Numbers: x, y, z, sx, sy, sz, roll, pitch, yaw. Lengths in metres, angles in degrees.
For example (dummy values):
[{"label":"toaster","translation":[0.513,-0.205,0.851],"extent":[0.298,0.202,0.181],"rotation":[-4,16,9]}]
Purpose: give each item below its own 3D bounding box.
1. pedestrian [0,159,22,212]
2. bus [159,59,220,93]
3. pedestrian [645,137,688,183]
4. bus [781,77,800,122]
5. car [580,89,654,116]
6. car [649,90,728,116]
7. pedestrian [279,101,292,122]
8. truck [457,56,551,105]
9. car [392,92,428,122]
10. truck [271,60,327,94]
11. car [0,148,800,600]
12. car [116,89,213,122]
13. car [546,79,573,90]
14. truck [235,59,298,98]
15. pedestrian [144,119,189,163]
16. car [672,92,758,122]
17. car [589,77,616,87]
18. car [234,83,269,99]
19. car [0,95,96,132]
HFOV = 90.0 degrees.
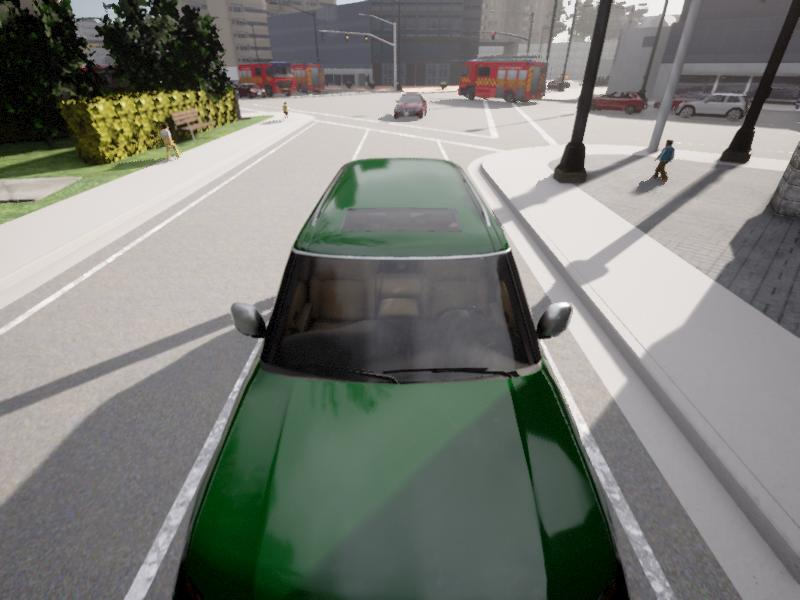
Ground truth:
[{"label":"pedestrian","translation":[-9.414,-2.900,8.786],"extent":[0.751,1.860,0.751],"rotation":[7,31,11]},{"label":"bus","translation":[-33.184,-35.194,62.911],"extent":[10.273,4.253,3.944],"rotation":[23,37,35]},{"label":"pedestrian","translation":[7.386,-3.888,11.108],"extent":[0.500,1.100,0.500],"rotation":[-7,31,-12]},{"label":"bus","translation":[28.566,-11.862,21.684],"extent":[3.944,4.253,10.273],"rotation":[-27,38,-37]},{"label":"car","translation":[15.839,-14.568,29.385],"extent":[1.816,1.474,4.193],"rotation":[-27,39,-37]},{"label":"car","translation":[20.982,-14.435,29.238],"extent":[4.181,1.385,1.994],"rotation":[26,39,38]},{"label":"pedestrian","translation":[-6.782,-11.151,23.651],"extent":[0.500,1.100,0.500],"rotation":[-1,30,-1]},{"label":"truck","translation":[9.739,-21.453,38.931],"extent":[2.891,3.827,8.468],"rotation":[-22,37,-33]},{"label":"car","translation":[0.726,-12.957,26.727],"extent":[1.812,1.442,4.674],"rotation":[4,30,7]},{"label":"truck","translation":[-13.941,-30.529,54.793],"extent":[2.891,3.827,8.468],"rotation":[-27,39,-37]},{"label":"car","translation":[0.009,0.119,3.777],"extent":[2.150,2.045,5.566],"rotation":[0,30,0]},{"label":"car","translation":[-15.870,-13.303,27.162],"extent":[5.027,1.651,2.152],"rotation":[-26,39,-37]},{"label":"car","translation":[24.511,-33.110,61.314],"extent":[4.181,1.385,1.994],"rotation":[-25,39,-37]},{"label":"truck","translation":[-16.129,-26.652,48.067],"extent":[2.891,3.827,8.468],"rotation":[-27,39,-38]},{"label":"pedestrian","translation":[-7.945,-5.427,13.663],"extent":[0.751,1.300,0.751],"rotation":[4,31,7]},{"label":"car","translation":[20.107,-12.428,25.661],"extent":[1.970,1.475,3.806],"rotation":[-26,39,-37]},{"label":"car","translation":[34.460,-37.171,68.164],"extent":[4.193,1.474,1.816],"rotation":[-18,35,-28]},{"label":"car","translation":[-16.710,-23.466,44.881],"extent":[1.970,1.475,3.806],"rotation":[-27,39,-37]},{"label":"car","translation":[-20.834,-10.800,23.017],"extent":[4.792,1.488,2.163],"rotation":[-26,39,-37]}]
